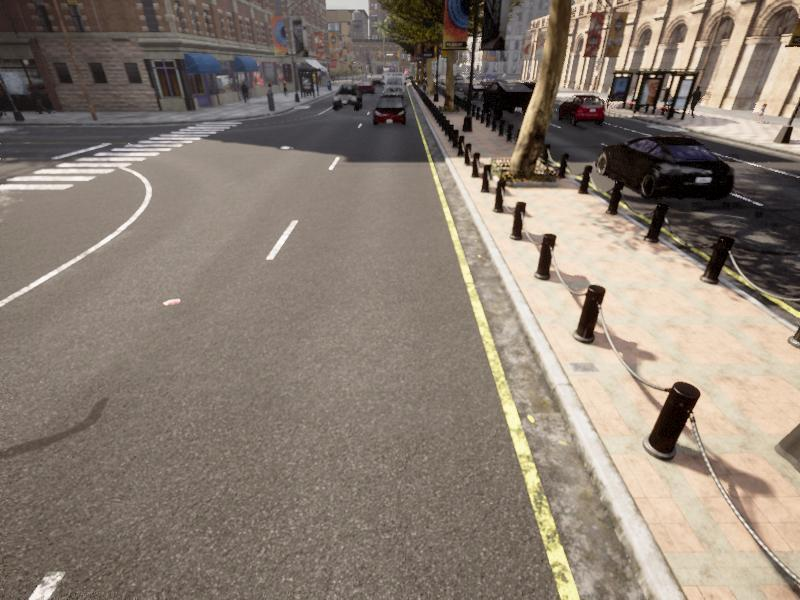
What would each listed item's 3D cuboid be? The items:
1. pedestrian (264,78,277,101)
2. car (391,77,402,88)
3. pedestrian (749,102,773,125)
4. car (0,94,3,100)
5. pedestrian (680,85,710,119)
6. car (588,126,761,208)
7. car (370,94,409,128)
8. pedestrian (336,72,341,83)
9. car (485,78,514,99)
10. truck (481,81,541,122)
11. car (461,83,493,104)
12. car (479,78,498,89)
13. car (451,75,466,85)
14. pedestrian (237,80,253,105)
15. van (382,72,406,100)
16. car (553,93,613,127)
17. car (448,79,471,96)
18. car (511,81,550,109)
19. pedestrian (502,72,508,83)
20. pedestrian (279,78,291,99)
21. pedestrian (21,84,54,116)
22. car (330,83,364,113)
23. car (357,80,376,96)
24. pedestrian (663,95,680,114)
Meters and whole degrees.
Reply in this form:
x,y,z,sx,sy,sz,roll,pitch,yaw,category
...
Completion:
x,y,z,sx,sy,sz,roll,pitch,yaw,category
-12.133,-19.725,37.555,0.751,1.860,0.751,-2,30,-4,pedestrian
-0.553,-36.682,67.330,1.812,1.442,4.674,0,30,0,car
20.503,-10.602,22.711,0.500,1.100,0.500,-11,32,-18,pedestrian
-42.124,-20.285,38.924,2.097,1.767,4.553,0,30,0,car
18.395,-12.364,24.973,0.751,1.860,0.751,1,30,2,pedestrian
7.375,-3.956,11.421,1.994,1.385,4.181,0,30,0,car
-0.591,-11.670,24.504,2.163,1.488,4.792,0,30,0,car
-12.364,-44.712,80.303,0.751,1.860,0.751,-15,34,-25,pedestrian
10.931,-23.465,44.297,1.932,1.855,4.605,0,31,0,car
7.387,-13.781,27.505,2.390,2.098,6.274,0,30,0,truck
7.414,-20.175,39.028,2.128,1.511,4.902,0,30,0,car
14.193,-34.926,64.470,1.895,1.301,4.718,0,30,0,car
10.957,-41.614,75.573,2.033,1.649,4.856,0,30,0,car
-12.991,-17.372,33.530,0.751,1.860,0.751,-1,30,-2,pedestrian
-0.583,-23.329,43.512,2.351,2.431,6.366,0,30,0,van
10.877,-11.487,24.114,1.789,1.549,3.705,0,30,0,car
7.435,-26.809,50.364,2.152,1.651,5.027,0,30,0,car
10.911,-17.380,33.875,1.905,1.878,3.866,0,31,0,car
21.262,-45.221,81.187,0.751,1.860,0.751,26,39,37,pedestrian
-11.625,-21.414,40.446,0.751,1.860,0.751,-1,30,-1,pedestrian
-23.756,-13.136,26.278,0.751,1.860,0.751,-3,30,-5,pedestrian
-4.062,-15.927,31.394,1.932,1.855,4.605,0,30,0,car
-4.074,-25.910,48.810,1.882,1.535,5.008,0,30,0,car
18.859,-13.590,27.823,0.500,1.100,0.500,-6,31,-10,pedestrian
